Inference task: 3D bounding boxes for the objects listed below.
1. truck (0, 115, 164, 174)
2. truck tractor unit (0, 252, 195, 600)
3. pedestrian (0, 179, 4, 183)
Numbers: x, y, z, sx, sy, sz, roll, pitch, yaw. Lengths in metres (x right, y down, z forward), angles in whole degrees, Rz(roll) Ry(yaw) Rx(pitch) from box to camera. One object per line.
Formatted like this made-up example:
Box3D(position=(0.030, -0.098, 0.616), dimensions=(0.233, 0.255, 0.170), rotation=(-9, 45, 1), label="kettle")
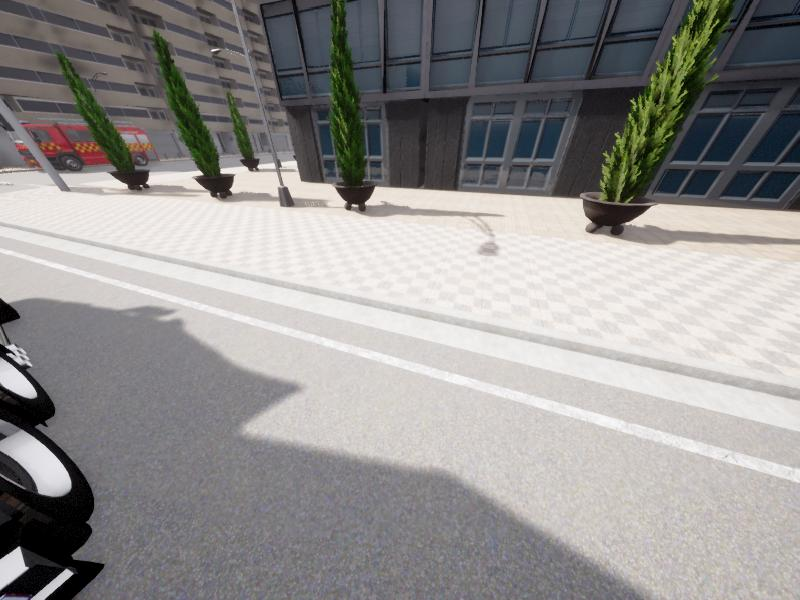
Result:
Box3D(position=(-29.156, -14.677, 21.866), dimensions=(2.891, 3.827, 8.468), rotation=(11, 36, 16), label="truck")
Box3D(position=(-5.091, -0.320, 0.809), dimensions=(6.516, 4.208, 3.053), rotation=(19, 39, 25), label="truck tractor unit")
Box3D(position=(-25.960, -8.131, 14.110), dimensions=(0.751, 1.860, 0.751), rotation=(7, 35, 10), label="pedestrian")
